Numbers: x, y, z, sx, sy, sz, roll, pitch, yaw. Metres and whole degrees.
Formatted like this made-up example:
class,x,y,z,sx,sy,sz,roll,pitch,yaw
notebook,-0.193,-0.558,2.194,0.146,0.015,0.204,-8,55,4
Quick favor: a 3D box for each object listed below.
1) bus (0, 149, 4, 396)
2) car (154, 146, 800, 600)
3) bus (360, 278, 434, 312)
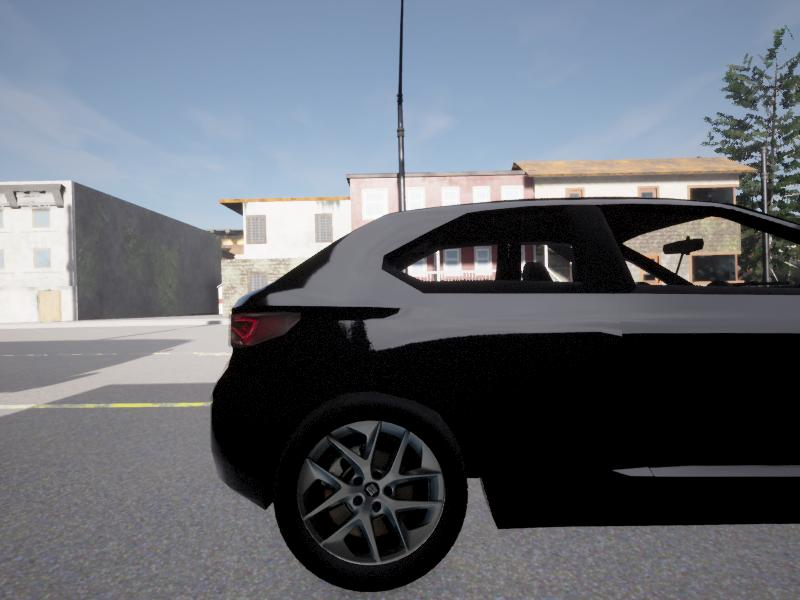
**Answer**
class,x,y,z,sx,sy,sz,roll,pitch,yaw
bus,-9.263,-1.052,2.095,10.273,4.253,3.944,-1,0,-1
car,1.305,0.254,2.205,4.193,1.474,1.816,0,0,-1
bus,-0.602,-0.527,54.478,3.944,4.253,10.273,-2,0,-44
